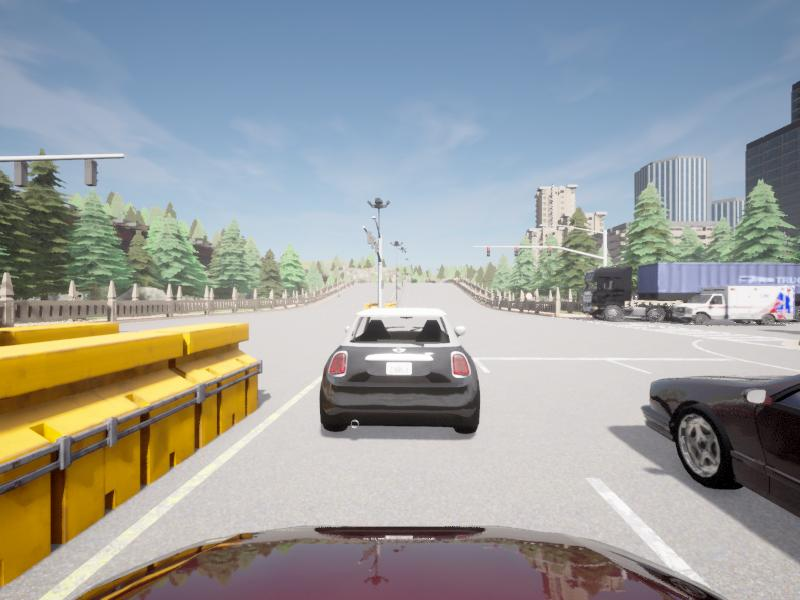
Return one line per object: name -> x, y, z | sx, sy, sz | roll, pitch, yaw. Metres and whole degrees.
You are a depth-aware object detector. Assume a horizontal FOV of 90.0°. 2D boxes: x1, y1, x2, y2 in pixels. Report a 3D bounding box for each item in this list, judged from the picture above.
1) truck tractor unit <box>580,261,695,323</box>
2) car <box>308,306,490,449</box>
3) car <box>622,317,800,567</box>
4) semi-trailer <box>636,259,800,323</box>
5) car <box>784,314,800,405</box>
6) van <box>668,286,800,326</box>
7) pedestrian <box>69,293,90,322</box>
truck tractor unit -> 17.052, -0.524, 29.195 | 6.516, 4.208, 3.053 | 0, -1, 7
car -> 0.069, 0.853, 6.213 | 1.970, 1.475, 3.806 | 0, 0, 3
car -> 3.389, 0.894, 1.761 | 2.033, 1.411, 5.357 | 0, 0, 2
semi-trailer -> 24.955, -0.621, 28.722 | 14.254, 4.402, 2.717 | 0, 0, 2
car -> 6.991, 0.907, 4.212 | 1.994, 1.385, 4.181 | 0, 0, 2
van -> 20.982, 0.378, 25.373 | 6.366, 2.431, 2.351 | 0, 0, 2
pedestrian -> -21.387, 0.485, 26.689 | 0.751, 1.860, 0.751 | 0, 0, 4
